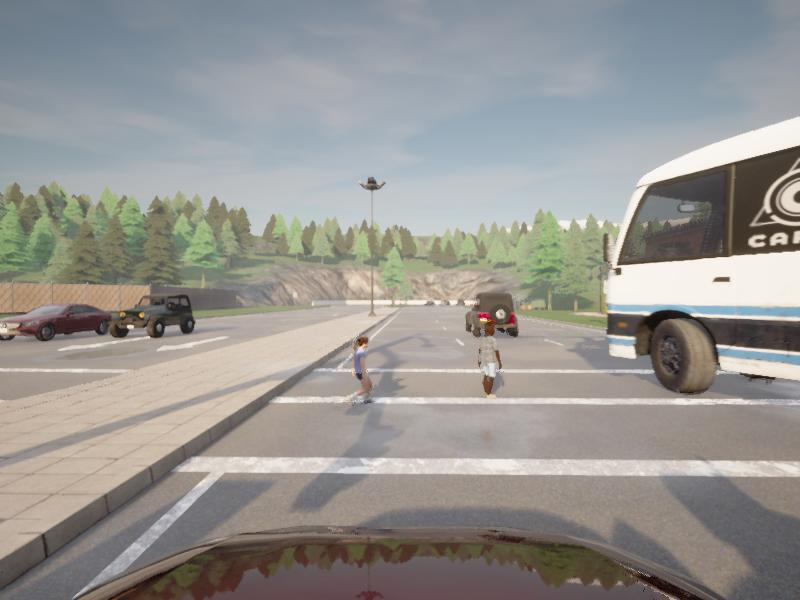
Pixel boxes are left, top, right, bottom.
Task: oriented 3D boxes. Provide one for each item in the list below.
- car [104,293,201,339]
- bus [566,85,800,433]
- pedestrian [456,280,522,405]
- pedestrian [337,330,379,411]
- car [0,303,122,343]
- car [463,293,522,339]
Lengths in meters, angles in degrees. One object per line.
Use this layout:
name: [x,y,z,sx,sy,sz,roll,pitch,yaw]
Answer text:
car: [-10.909,0.644,17.999,1.905,1.878,3.866,0,0,2]
bus: [7.411,-0.527,4.290,3.944,4.253,10.273,-2,1,-27]
pedestrian: [1.441,0.636,6.507,0.751,1.860,0.751,0,0,-35]
pedestrian: [-0.631,1.016,5.992,0.500,1.100,0.500,0,0,-23]
car: [-14.443,0.868,17.030,1.812,1.442,4.674,0,0,2]
car: [4.110,0.643,18.348,1.905,1.878,3.866,0,0,2]
